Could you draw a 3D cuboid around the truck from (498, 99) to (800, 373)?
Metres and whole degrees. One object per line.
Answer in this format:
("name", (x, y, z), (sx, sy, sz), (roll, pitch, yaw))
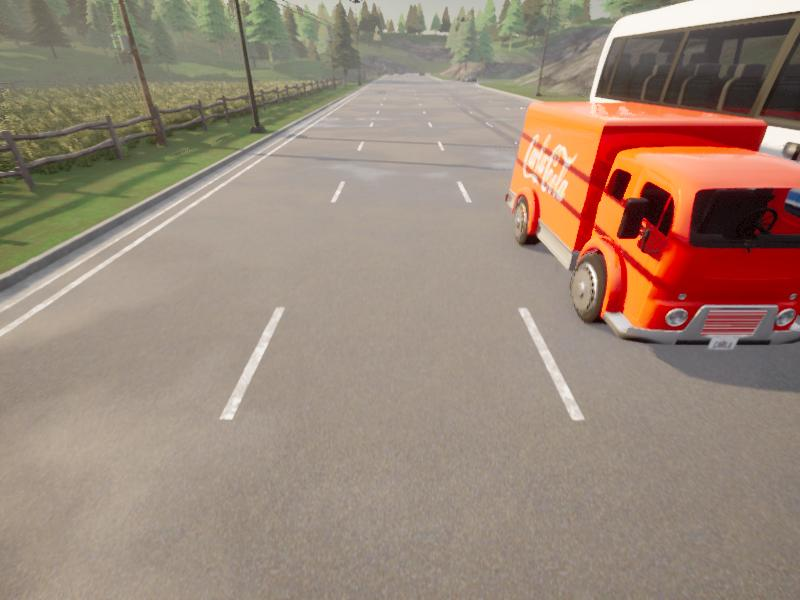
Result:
("truck", (3.524, -1.549, 6.196), (2.627, 2.467, 5.204), (0, 30, 0))

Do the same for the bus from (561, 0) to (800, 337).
("bus", (7.146, -3.259, 7.356), (3.944, 4.253, 10.273), (0, 30, 0))

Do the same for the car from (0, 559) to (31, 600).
("car", (-3.485, 2.468, 0.164), (2.033, 1.649, 4.856), (0, 30, 0))

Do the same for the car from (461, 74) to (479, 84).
("car", (14.405, -45.560, 82.415), (2.128, 1.511, 4.902), (13, 33, 22))
